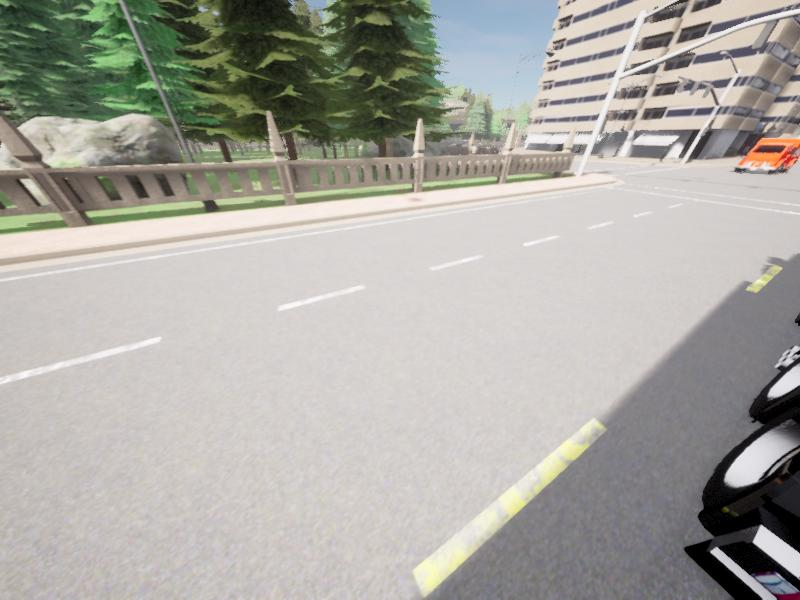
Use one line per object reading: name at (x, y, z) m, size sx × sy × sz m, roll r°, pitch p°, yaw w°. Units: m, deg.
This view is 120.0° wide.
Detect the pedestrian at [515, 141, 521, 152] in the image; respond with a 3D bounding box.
pedestrian at (25.037, -32.579, 48.988) m, size 0.751 × 1.860 × 0.751 m, roll 10°, pitch 36°, yaw 14°

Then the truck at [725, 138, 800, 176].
truck at (31.028, -12.037, 19.338) m, size 5.204 × 2.467 × 2.627 m, roll -17°, pitch 38°, yaw -23°

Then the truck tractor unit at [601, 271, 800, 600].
truck tractor unit at (5.121, -0.291, 0.767) m, size 6.516 × 4.208 × 3.053 m, roll -18°, pitch 39°, yaw -24°
